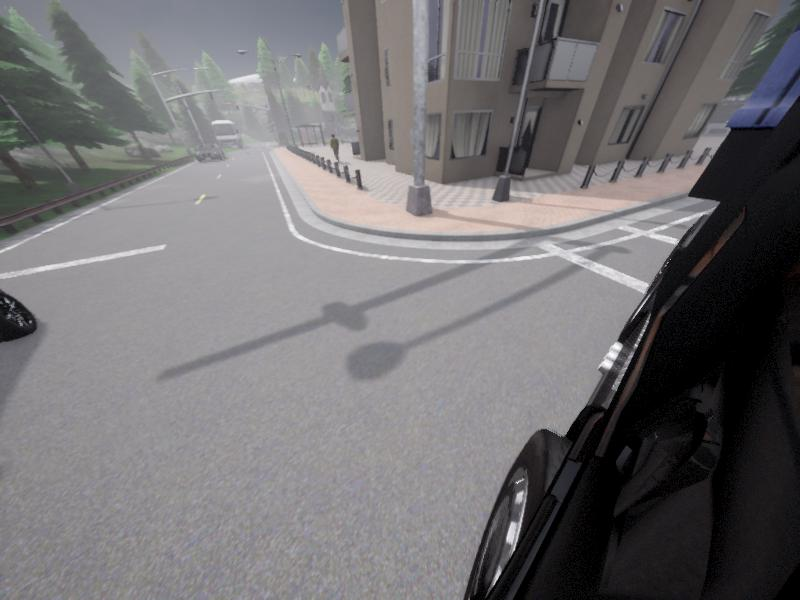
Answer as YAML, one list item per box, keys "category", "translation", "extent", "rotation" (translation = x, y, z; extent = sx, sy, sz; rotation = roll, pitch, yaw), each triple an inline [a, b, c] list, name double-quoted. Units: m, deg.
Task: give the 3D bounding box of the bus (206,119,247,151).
- category: "bus"
  translation: [-32.398, -31.296, 43.819]
  extent: [3.944, 4.253, 10.273]
  rotation: [-18, 39, -19]

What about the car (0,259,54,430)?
- category: "car"
  translation: [-5.137, 0.835, 1.491]
  extent: [2.242, 1.667, 4.611]
  rotation: [-32, 46, -33]

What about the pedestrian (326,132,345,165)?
- category: "pedestrian"
  translation: [-4.557, -10.703, 16.331]
  extent: [0.751, 1.860, 0.751]
  rotation: [-19, 40, -20]

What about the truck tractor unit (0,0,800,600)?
- category: "truck tractor unit"
  translation: [2.645, -0.295, 0.351]
  extent: [6.516, 4.208, 3.053]
  rotation: [-28, 44, -30]

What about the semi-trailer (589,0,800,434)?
- category: "semi-trailer"
  translation: [9.298, -3.112, 3.518]
  extent: [14.254, 4.402, 2.717]
  rotation: [-21, 40, -22]

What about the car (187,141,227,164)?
- category: "car"
  translation: [-20.362, -15.851, 24.662]
  extent: [2.242, 1.667, 4.611]
  rotation: [-18, 40, -19]
